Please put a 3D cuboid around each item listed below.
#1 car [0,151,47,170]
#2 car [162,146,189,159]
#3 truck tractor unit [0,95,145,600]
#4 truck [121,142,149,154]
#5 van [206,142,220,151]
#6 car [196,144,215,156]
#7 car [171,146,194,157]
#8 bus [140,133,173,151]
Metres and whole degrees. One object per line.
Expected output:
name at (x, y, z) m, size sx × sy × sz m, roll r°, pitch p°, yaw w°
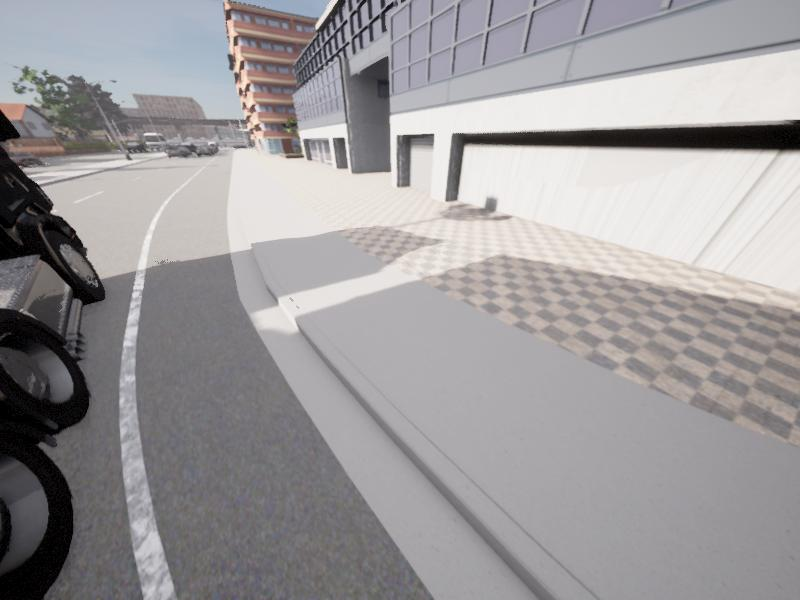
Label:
car at (-40.405, -14.805, 24.366) m, size 1.816 × 1.474 × 4.193 m, roll -19°, pitch 39°, yaw -25°
car at (-37.160, -24.628, 38.386) m, size 2.242 × 1.667 × 4.611 m, roll -19°, pitch 39°, yaw -25°
truck tractor unit at (-4.801, -0.531, 1.112) m, size 3.053 × 4.208 × 6.516 m, roll -30°, pitch 45°, yaw -35°
truck at (-61.768, -35.579, 53.976) m, size 2.390 × 2.098 × 6.274 m, roll -19°, pitch 39°, yaw -25°
van at (-50.681, -41.637, 62.715) m, size 2.069 × 2.038 × 4.480 m, roll -19°, pitch 39°, yaw -25°
car at (-38.542, -29.919, 45.939) m, size 2.097 × 1.767 × 4.553 m, roll -19°, pitch 39°, yaw -25°
car at (-40.622, -27.894, 43.253) m, size 2.038 × 1.542 × 4.974 m, roll -19°, pitch 39°, yaw -25°
bus at (-73.753, -48.109, 70.269) m, size 3.944 × 4.253 × 10.273 m, roll -19°, pitch 39°, yaw -25°
